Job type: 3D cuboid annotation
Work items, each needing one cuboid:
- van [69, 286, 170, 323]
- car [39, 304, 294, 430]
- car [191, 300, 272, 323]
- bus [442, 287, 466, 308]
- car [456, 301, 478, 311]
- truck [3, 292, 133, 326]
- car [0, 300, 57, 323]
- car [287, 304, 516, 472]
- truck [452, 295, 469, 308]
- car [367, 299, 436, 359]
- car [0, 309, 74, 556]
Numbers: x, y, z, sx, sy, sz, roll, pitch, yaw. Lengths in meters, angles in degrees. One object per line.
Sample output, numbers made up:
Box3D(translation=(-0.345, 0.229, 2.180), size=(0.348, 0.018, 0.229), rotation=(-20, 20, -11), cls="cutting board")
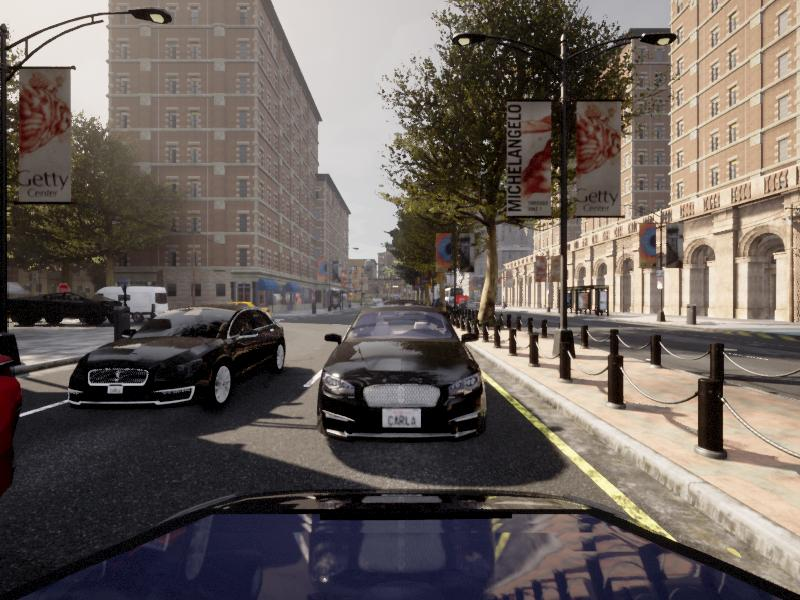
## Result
Box3D(translation=(-20.213, 0.322, 29.025), size=(5.915, 2.561, 1.988), rotation=(0, 0, -2), cls="van")
Box3D(translation=(-3.503, 0.845, 7.333), size=(1.837, 1.490, 4.892), rotation=(0, 0, 0), cls="car")
Box3D(translation=(-12.341, 0.801, 29.645), size=(5.366, 1.575, 1.801), rotation=(0, 0, -19), cls="car")
Box3D(translation=(11.676, -0.538, 88.180), size=(3.944, 4.253, 10.273), rotation=(0, 0, 0), cls="bus")
Box3D(translation=(9.557, 0.827, 57.249), size=(1.845, 1.501, 3.633), rotation=(0, 0, -13), cls="car")
Box3D(translation=(-20.892, 0.542, 25.433), size=(6.274, 2.098, 2.390), rotation=(0, 0, -1), cls="truck")
Box3D(translation=(-28.277, 0.801, 28.894), size=(5.366, 1.575, 1.801), rotation=(0, 0, -1), cls="car")
Box3D(translation=(0.023, 0.836, 6.166), size=(2.128, 1.511, 4.902), rotation=(0, 0, 0), cls="car")
Box3D(translation=(11.763, 0.355, 78.047), size=(2.627, 2.467, 5.204), rotation=(0, 0, 0), cls="truck")
Box3D(translation=(0.043, 0.788, 12.806), size=(1.851, 1.617, 3.988), rotation=(0, 0, 0), cls="car")
Box3D(translation=(-3.495, 0.828, 0.791), size=(2.007, 1.525, 4.514), rotation=(0, 0, 0), cls="car")
